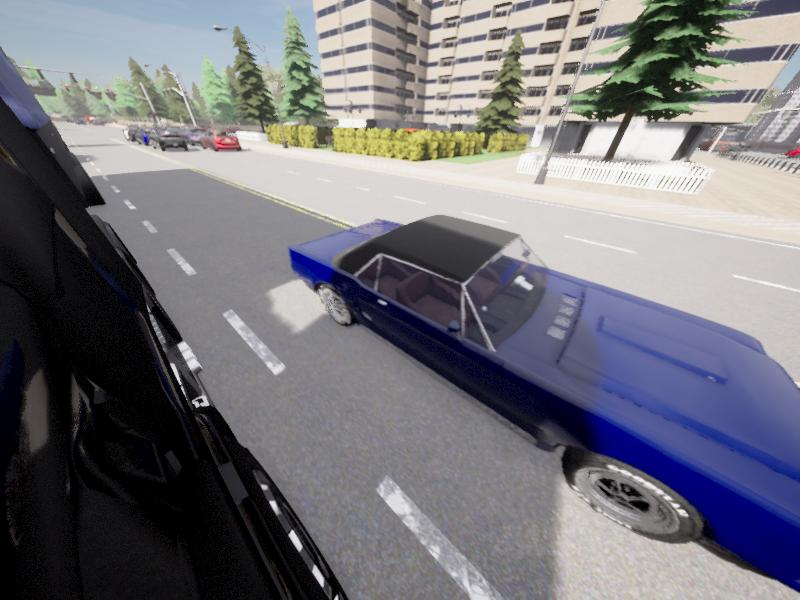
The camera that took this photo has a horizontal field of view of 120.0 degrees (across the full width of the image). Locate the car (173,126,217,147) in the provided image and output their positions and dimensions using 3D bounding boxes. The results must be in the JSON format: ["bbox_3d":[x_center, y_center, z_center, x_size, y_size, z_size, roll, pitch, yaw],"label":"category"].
[{"bbox_3d":[-22.147,-17.646,24.934,4.856,1.649,2.033,28,43,30],"label":"car"}]

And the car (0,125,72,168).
[{"bbox_3d":[-20.475,-8.620,12.803,5.238,1.638,1.930,28,43,30],"label":"car"}]

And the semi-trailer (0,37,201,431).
[{"bbox_3d":[-8.671,-3.608,4.277,14.254,4.402,2.717,28,43,30],"label":"semi-trailer"}]

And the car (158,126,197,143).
[{"bbox_3d":[-27.470,-20.402,28.464,4.974,1.542,2.038,28,43,30],"label":"car"}]

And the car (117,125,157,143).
[{"bbox_3d":[-30.536,-19.294,26.803,4.974,1.542,2.038,28,43,30],"label":"car"}]

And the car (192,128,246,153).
[{"bbox_3d":[-16.762,-14.837,21.384,4.611,1.667,2.242,27,43,30],"label":"car"}]

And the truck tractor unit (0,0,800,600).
[{"bbox_3d":[-2.645,-0.295,0.351,6.516,4.208,3.053,28,44,30],"label":"truck tractor unit"}]

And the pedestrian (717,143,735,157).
[{"bbox_3d":[53.553,-24.648,37.913,0.751,1.860,0.751,25,42,28],"label":"pedestrian"}]

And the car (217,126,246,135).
[{"bbox_3d":[-37.124,-37.473,51.117,1.812,1.442,4.674,28,43,30],"label":"car"}]

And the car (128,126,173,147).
[{"bbox_3d":[-25.193,-16.486,23.291,4.514,1.525,2.007,28,43,30],"label":"car"}]

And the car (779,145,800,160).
[{"bbox_3d":[70.643,-25.045,39.406,5.566,2.045,2.150,27,43,29],"label":"car"}]

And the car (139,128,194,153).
[{"bbox_3d":[-20.318,-13.920,20.090,4.902,1.511,2.128,28,43,30],"label":"car"}]

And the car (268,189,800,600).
[{"bbox_3d":[0.803,-0.021,2.587,4.718,1.301,1.895,28,43,30],"label":"car"}]

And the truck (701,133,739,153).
[{"bbox_3d":[79.707,-39.302,57.753,2.891,3.827,8.468,28,43,30],"label":"truck"}]
